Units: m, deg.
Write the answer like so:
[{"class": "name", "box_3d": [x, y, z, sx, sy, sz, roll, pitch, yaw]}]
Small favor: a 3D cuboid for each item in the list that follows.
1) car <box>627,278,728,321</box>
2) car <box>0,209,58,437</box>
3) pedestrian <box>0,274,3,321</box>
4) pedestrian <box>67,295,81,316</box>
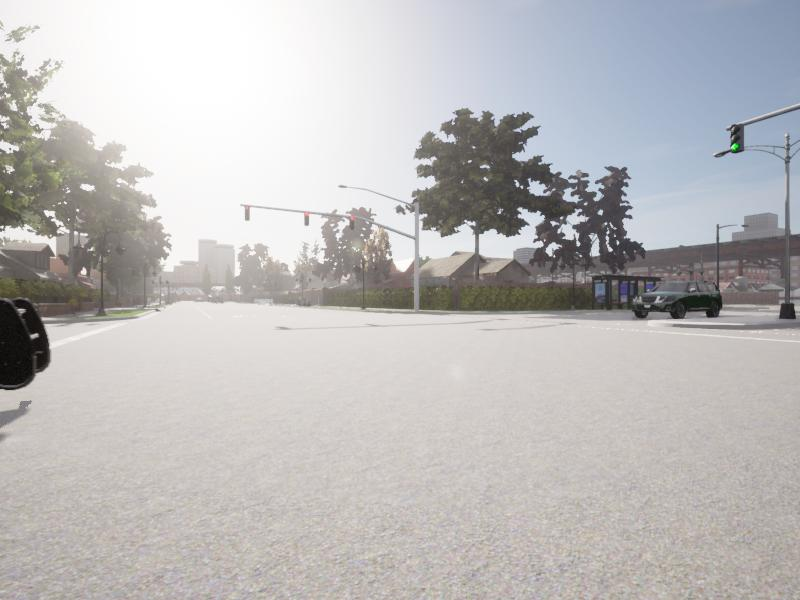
[{"class": "car", "box_3d": [14.975, -0.032, 21.537, 5.566, 2.045, 2.150, 0, 0, -28]}, {"class": "car", "box_3d": [-5.473, 0.171, 2.243, 5.238, 1.638, 1.930, 0, 0, -35]}, {"class": "pedestrian", "box_3d": [-16.123, -0.109, 15.532, 0.751, 1.860, 0.751, 0, 0, -19]}, {"class": "pedestrian", "box_3d": [-17.075, 0.272, 20.942, 0.500, 1.100, 0.500, 0, 0, -28]}]
